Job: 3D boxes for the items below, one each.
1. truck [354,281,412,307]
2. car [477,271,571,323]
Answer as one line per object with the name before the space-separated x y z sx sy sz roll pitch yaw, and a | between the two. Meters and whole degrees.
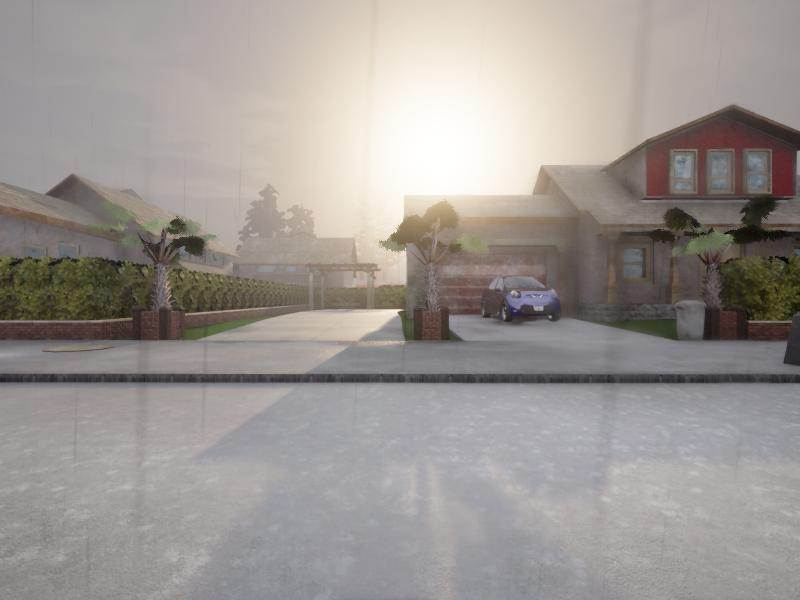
truck | -2.477 -0.921 60.272 8.468 3.827 2.891 0 0 0
car | 3.891 -0.082 13.247 1.845 1.501 3.633 0 0 -3
